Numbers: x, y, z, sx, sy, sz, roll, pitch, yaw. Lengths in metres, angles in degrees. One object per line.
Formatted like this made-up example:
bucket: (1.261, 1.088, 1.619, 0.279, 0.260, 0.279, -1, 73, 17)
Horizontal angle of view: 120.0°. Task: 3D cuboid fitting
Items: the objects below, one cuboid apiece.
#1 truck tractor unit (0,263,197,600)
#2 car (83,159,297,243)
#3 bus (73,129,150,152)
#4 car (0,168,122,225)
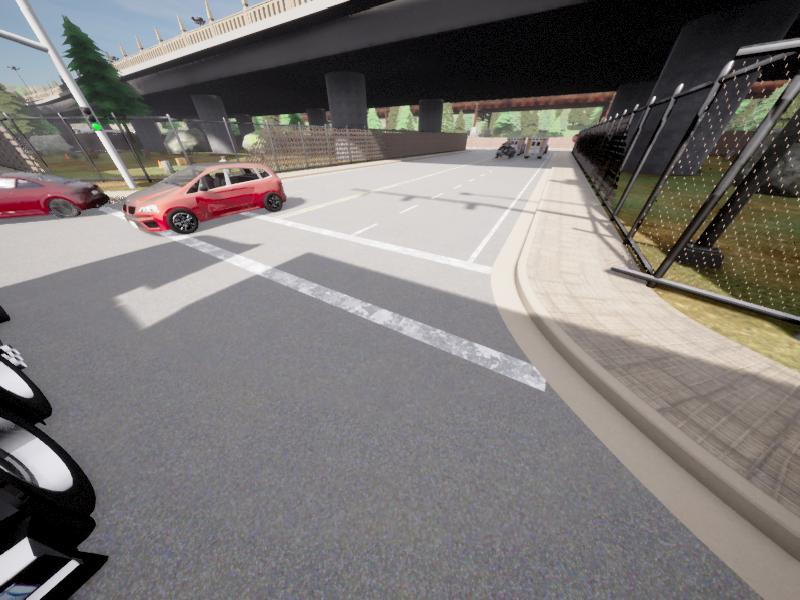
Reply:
truck tractor unit: (-5.108, -0.304, 0.776, 6.516, 4.208, 3.053, 19, 39, 24)
car: (-6.379, -3.669, 7.856, 2.242, 1.667, 4.611, 18, 38, 24)
bus: (-69.725, -38.996, 56.374, 3.944, 4.253, 10.273, 18, 39, 24)
car: (-13.356, -3.601, 8.018, 4.181, 1.385, 1.994, -16, 38, -21)
